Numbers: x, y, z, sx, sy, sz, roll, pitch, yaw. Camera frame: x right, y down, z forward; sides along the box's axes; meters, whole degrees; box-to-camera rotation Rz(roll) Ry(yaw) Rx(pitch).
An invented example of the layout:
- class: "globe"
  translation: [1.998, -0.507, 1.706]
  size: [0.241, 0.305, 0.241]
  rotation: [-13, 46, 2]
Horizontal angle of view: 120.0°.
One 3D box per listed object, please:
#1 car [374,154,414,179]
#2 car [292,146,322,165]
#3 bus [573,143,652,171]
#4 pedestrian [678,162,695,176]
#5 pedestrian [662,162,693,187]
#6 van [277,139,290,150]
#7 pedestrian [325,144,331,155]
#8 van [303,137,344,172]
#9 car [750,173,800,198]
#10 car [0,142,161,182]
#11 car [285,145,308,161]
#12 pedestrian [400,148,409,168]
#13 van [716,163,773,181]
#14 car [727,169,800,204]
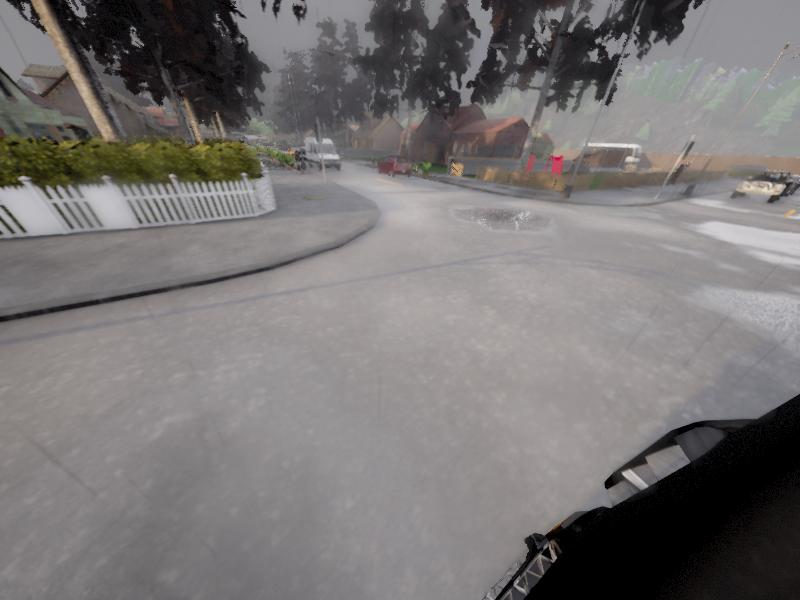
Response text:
- class: "car"
  translation: [-0.598, -11.239, 19.374]
  size: [1.845, 1.501, 3.633]
  rotation: [-16, 38, -26]
- class: "car"
  translation: [-11.280, -17.488, 27.900]
  size: [2.152, 1.651, 5.027]
  rotation: [-16, 38, -26]
- class: "bus"
  translation: [42.454, -29.076, 46.832]
  size: [3.944, 4.253, 10.273]
  rotation: [-16, 38, -26]
- class: "pedestrian"
  translation: [44.314, -20.290, 35.709]
  size: [0.751, 1.860, 0.751]
  rotation: [-16, 38, -26]
- class: "pedestrian"
  translation: [24.807, -11.227, 20.676]
  size: [0.751, 1.860, 0.751]
  rotation: [-5, 34, -11]
- class: "van"
  translation: [-32.753, -43.642, 64.752]
  size: [1.988, 2.561, 5.915]
  rotation: [-16, 38, -26]
- class: "pedestrian"
  translation: [-14.794, -30.923, 47.375]
  size: [0.751, 1.860, 0.751]
  rotation: [-12, 36, -21]
- class: "van"
  translation: [-7.434, -14.059, 22.213]
  size: [1.988, 2.561, 5.915]
  rotation: [-16, 38, -26]
- class: "car"
  translation: [32.492, -9.847, 19.724]
  size: [4.892, 1.490, 1.837]
  rotation: [-16, 38, -26]
- class: "car"
  translation: [-14.752, -6.565, 10.995]
  size: [4.181, 1.381, 1.994]
  rotation: [-16, 38, -26]
- class: "car"
  translation: [-14.876, -21.035, 33.003]
  size: [1.801, 1.575, 5.366]
  rotation: [-16, 38, -26]
- class: "pedestrian"
  translation: [0.495, -16.263, 26.470]
  size: [0.751, 1.860, 0.751]
  rotation: [-16, 38, -26]
- class: "van"
  translation: [54.529, -20.384, 36.707]
  size: [1.775, 1.987, 4.442]
  rotation: [-16, 38, -26]
- class: "car"
  translation: [25.678, -8.050, 16.183]
  size: [4.605, 1.855, 1.932]
  rotation: [-16, 38, -26]
